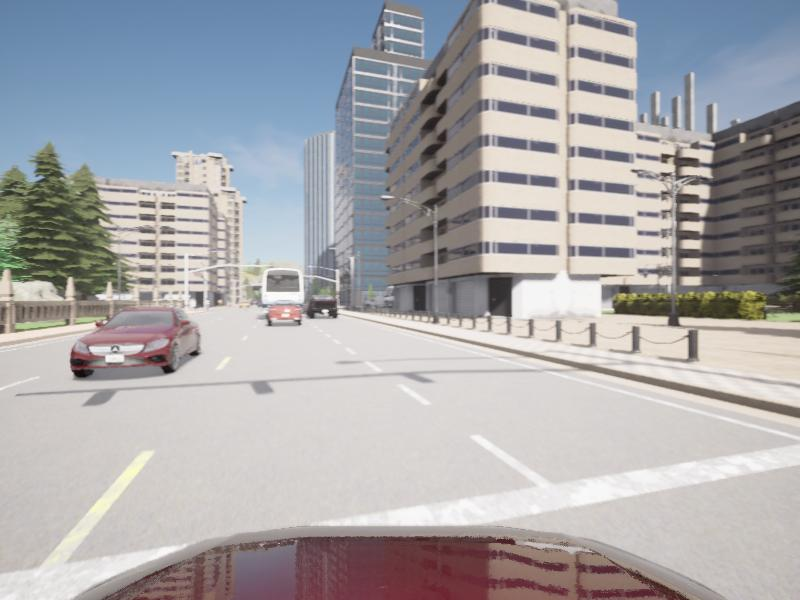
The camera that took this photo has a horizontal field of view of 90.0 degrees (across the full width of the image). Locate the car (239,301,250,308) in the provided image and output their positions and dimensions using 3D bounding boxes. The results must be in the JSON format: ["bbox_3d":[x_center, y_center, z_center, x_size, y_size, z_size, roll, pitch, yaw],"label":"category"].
[{"bbox_3d":[-32.740,0.942,84.551,1.801,1.575,5.366,0,0,-17],"label":"car"}]

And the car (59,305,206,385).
[{"bbox_3d":[-6.270,0.891,10.069,1.812,1.442,4.674,0,0,-17],"label":"car"}]

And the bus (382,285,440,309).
[{"bbox_3d":[2.027,-0.570,75.093,10.273,4.253,3.944,0,0,-17],"label":"bus"}]

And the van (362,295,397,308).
[{"bbox_3d":[-3.927,0.359,77.086,6.366,2.431,2.351,0,0,-17],"label":"van"}]

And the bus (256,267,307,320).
[{"bbox_3d":[-11.127,-0.489,37.451,3.944,4.253,10.273,0,0,-17],"label":"bus"}]

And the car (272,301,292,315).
[{"bbox_3d":[-14.006,0.893,47.284,2.128,1.511,4.902,0,0,-17],"label":"car"}]

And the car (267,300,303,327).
[{"bbox_3d":[-7.851,0.813,27.165,2.152,1.651,5.027,0,0,-18],"label":"car"}]

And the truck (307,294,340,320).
[{"bbox_3d":[-7.097,0.576,36.428,2.390,2.098,6.274,0,0,-16],"label":"truck"}]

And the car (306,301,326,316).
[{"bbox_3d":[-9.249,0.897,43.699,1.816,1.474,4.193,0,0,-17],"label":"car"}]
